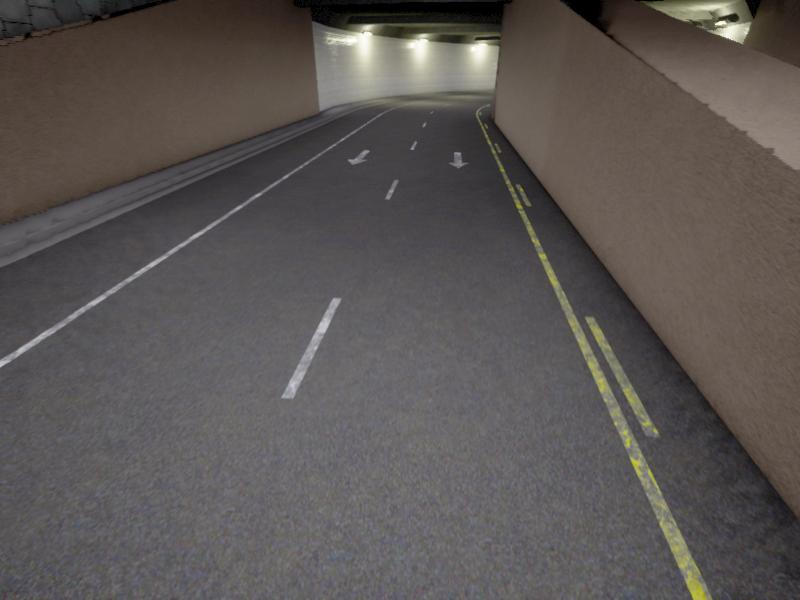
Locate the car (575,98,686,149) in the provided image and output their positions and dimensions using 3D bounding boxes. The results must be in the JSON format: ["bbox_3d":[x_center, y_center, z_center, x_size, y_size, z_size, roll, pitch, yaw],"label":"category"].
[{"bbox_3d":[10.627,-8.499,19.054,2.152,1.651,5.027,-1,30,-2],"label":"car"}]
